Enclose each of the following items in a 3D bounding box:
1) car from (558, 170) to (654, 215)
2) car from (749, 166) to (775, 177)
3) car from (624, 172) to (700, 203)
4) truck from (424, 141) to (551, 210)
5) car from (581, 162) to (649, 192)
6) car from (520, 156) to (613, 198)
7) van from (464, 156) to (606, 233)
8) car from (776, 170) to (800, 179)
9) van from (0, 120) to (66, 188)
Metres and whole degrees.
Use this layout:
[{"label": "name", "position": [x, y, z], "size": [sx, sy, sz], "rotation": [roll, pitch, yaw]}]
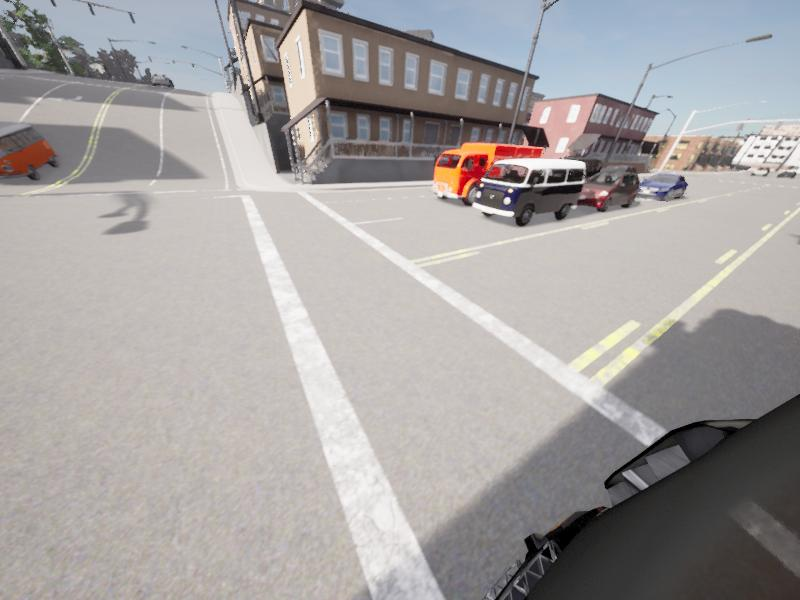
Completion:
[{"label": "car", "position": [10.251, -5.498, 11.539], "size": [3.988, 1.617, 1.851], "rotation": [-16, 38, -26]}, {"label": "car", "position": [78.675, -27.971, 50.181], "size": [4.605, 1.855, 1.932], "rotation": [-16, 38, -26]}, {"label": "car", "position": [17.223, -7.473, 15.174], "size": [4.674, 1.442, 1.812], "rotation": [-16, 38, -26]}, {"label": "truck", "position": [4.177, -6.238, 11.424], "size": [5.204, 2.467, 2.627], "rotation": [-15, 38, -25]}, {"label": "car", "position": [17.080, -9.832, 18.399], "size": [4.553, 1.767, 2.097], "rotation": [-16, 38, -26]}, {"label": "car", "position": [10.879, -8.099, 15.104], "size": [5.566, 2.045, 2.150], "rotation": [-16, 38, -26]}, {"label": "van", "position": [4.981, -4.127, 8.692], "size": [4.480, 2.038, 2.069], "rotation": [-16, 38, -26]}, {"label": "car", "position": [80.276, -25.992, 47.757], "size": [4.181, 1.385, 1.994], "rotation": [-16, 38, -26]}, {"label": "van", "position": [-19.458, -7.318, 11.424], "size": [1.775, 1.987, 4.442], "rotation": [-17, 47, -27]}]
